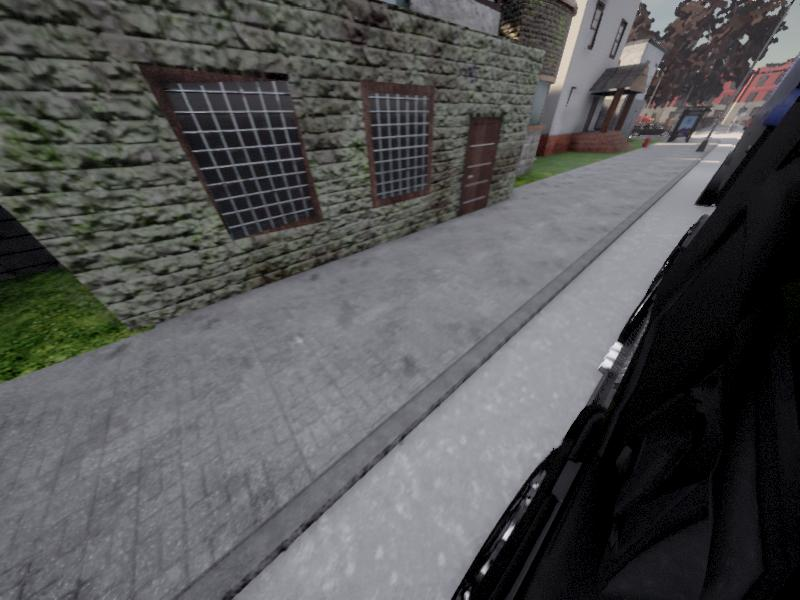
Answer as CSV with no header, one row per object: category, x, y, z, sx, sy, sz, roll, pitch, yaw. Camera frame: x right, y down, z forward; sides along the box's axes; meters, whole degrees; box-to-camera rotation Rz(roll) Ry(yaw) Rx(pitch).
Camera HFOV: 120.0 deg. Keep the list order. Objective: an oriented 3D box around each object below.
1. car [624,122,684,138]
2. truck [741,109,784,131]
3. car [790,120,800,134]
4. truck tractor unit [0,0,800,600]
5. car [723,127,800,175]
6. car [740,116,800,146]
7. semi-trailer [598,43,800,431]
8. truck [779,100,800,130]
car,32.763,-22.005,30.014,1.837,1.490,4.892,-29,44,-31
truck,56.328,-28.051,36.029,5.204,2.467,2.627,-28,44,-30
car,49.922,-21.119,27.921,4.902,1.511,2.128,-28,44,-30
truck tractor unit,2.645,-0.295,0.352,6.516,4.208,3.053,-28,44,-30
car,18.238,-7.449,11.348,4.902,1.511,2.128,-28,44,-30
car,31.237,-14.387,19.610,4.605,1.855,1.932,-28,44,-30
semi-trailer,8.701,-3.580,4.258,14.254,4.402,2.717,-28,44,-30
truck,60.550,-27.697,34.208,8.468,3.827,2.891,-28,44,-30
